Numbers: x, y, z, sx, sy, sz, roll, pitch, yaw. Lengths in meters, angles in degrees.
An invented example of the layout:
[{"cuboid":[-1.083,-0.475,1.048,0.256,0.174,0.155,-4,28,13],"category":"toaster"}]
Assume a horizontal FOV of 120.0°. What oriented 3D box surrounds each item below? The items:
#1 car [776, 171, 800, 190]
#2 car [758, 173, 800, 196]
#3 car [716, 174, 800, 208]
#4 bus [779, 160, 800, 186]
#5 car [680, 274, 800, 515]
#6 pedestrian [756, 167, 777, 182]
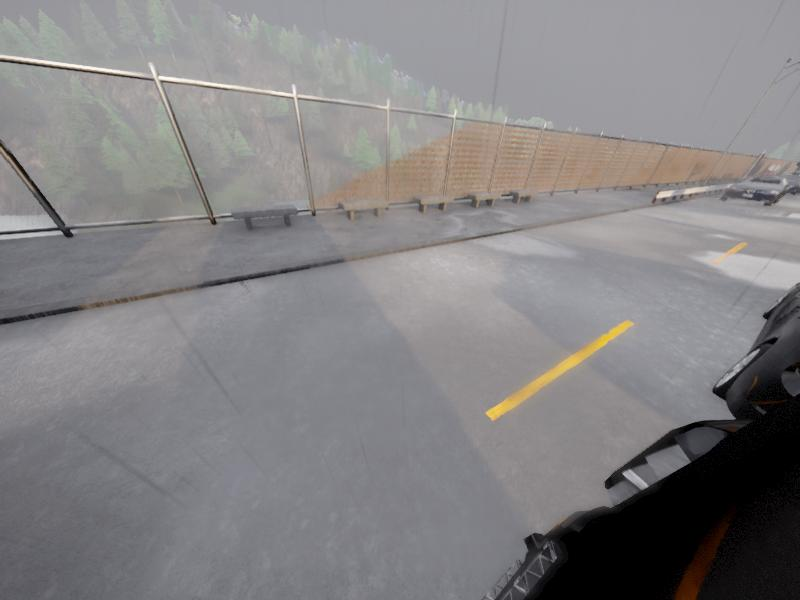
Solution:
[{"cuboid":[47.651,-14.160,27.405,4.611,1.667,2.242,-16,38,-26],"category":"car"},{"cuboid":[37.008,-11.108,22.040,4.856,1.649,2.033,-15,38,-26],"category":"car"},{"cuboid":[24.195,-7.458,15.565,5.027,1.651,2.152,-16,38,-26],"category":"car"},{"cuboid":[59.257,-18.448,32.414,10.273,4.253,3.944,-16,38,-26],"category":"bus"},{"cuboid":[5.343,0.500,2.211,5.008,1.535,1.882,-16,38,-26],"category":"car"},{"cuboid":[55.033,-18.899,34.708,0.751,1.860,0.751,28,41,33],"category":"pedestrian"}]
